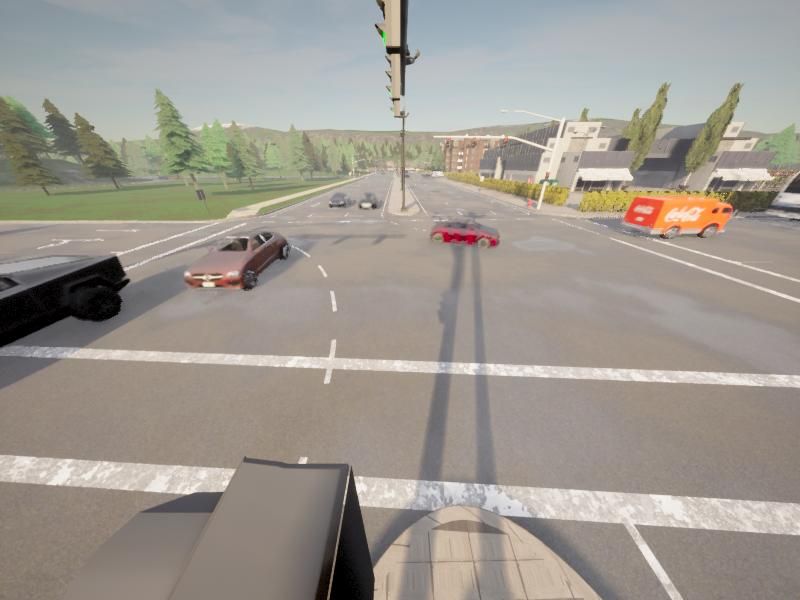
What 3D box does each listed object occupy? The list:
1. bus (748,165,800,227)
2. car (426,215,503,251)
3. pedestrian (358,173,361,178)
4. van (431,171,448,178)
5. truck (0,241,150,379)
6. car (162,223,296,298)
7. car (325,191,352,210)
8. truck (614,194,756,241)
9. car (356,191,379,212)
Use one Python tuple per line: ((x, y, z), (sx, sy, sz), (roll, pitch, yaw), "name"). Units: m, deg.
((36.789, -8.177, 18.217), (10.273, 4.253, 3.944), (0, 30, 0), "bus")
((3.955, -4.230, 14.263), (4.181, 1.385, 1.994), (11, 32, 18), "car")
((-16.428, -50.686, 93.883), (0.751, 1.860, 0.751), (2, 30, 3), "pedestrian")
((16.728, -52.647, 97.057), (6.366, 2.431, 2.351), (-7, 31, -12), "van")
((-10.234, 0.622, 5.130), (2.390, 2.098, 6.274), (0, 30, -1), "truck")
((-6.824, -2.041, 10.219), (2.152, 1.651, 5.027), (0, 30, -1), "car")
((-7.138, -11.898, 27.385), (2.038, 1.542, 4.974), (0, 30, -1), "car")
((18.590, -5.564, 15.482), (5.204, 2.467, 2.627), (-1, 30, -1), "truck")
((-3.608, -11.386, 26.399), (2.033, 1.649, 4.856), (-1, 30, -1), "car")
